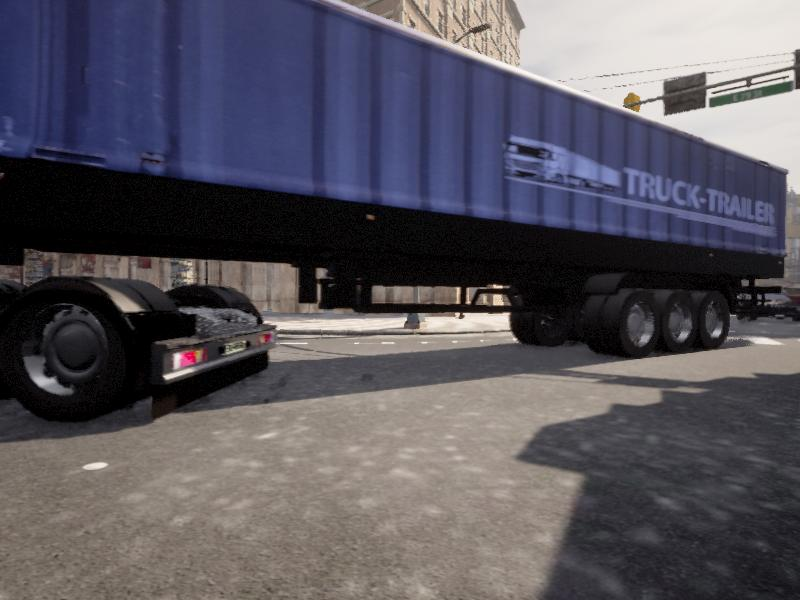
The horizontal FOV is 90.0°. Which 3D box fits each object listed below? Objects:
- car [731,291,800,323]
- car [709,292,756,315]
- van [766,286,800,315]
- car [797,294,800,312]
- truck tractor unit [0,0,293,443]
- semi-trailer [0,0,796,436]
[{"bbox_3d":[18.324,0.313,20.015,2.033,1.411,5.357,0,0,33],"label":"car"},{"bbox_3d":[24.318,0.250,29.417,2.038,1.542,4.974,0,0,32],"label":"car"},{"bbox_3d":[28.152,0.026,28.909,1.775,1.987,4.442,0,0,32],"label":"van"},{"bbox_3d":[34.993,0.234,33.155,1.801,1.575,5.366,0,0,32],"label":"car"},{"bbox_3d":[-4.925,-1.124,4.568,6.516,4.208,3.053,0,1,4],"label":"truck tractor unit"},{"bbox_3d":[2.292,-1.225,7.227,14.254,4.402,2.717,0,1,-28],"label":"semi-trailer"}]
